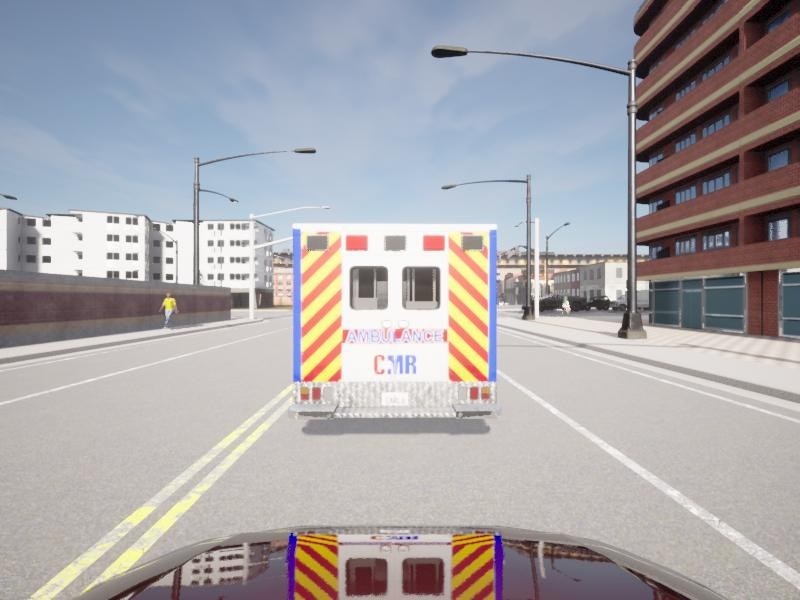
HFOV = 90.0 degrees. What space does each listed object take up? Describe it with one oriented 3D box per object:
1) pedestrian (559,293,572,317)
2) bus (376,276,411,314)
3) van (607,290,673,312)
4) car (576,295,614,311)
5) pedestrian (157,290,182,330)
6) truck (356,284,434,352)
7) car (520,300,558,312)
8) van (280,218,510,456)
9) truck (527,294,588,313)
[{"bbox_3d":[12.965,0.398,31.355,0.751,1.860,0.751,0,0,10],"label":"pedestrian"},{"bbox_3d":[-0.753,-0.563,49.989,3.944,4.253,10.273,0,0,-1],"label":"bus"},{"bbox_3d":[28.362,0.074,47.475,6.366,2.431,2.351,-1,0,0],"label":"van"},{"bbox_3d":[24.797,0.402,51.002,3.866,1.878,1.905,-1,0,0],"label":"car"},{"bbox_3d":[-10.949,0.487,18.990,0.751,1.860,0.751,0,0,-1],"label":"pedestrian"},{"bbox_3d":[-0.191,0.542,15.509,2.390,2.098,6.274,0,0,-1],"label":"truck"},{"bbox_3d":[17.686,0.766,51.057,4.181,1.385,1.994,-1,0,0],"label":"car"},{"bbox_3d":[-0.088,0.378,7.271,2.351,2.431,6.366,0,0,-1],"label":"van"},{"bbox_3d":[18.633,0.385,47.550,6.274,2.098,2.390,-1,0,0],"label":"truck"}]
